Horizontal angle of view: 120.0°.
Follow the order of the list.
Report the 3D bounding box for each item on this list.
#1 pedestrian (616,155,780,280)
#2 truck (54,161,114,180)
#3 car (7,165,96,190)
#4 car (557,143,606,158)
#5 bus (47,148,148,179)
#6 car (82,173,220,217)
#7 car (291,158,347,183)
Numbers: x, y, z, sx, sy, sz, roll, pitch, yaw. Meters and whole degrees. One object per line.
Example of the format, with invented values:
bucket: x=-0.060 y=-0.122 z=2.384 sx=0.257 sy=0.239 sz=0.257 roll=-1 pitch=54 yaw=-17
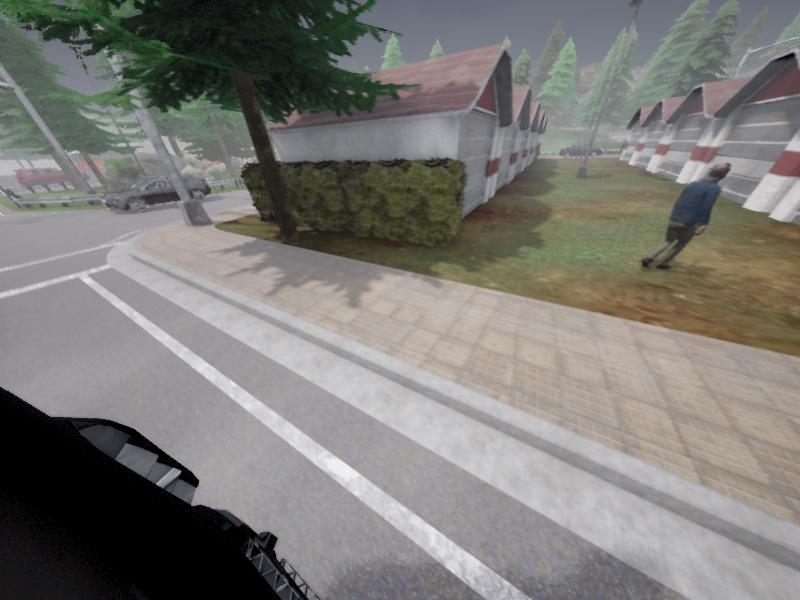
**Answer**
pedestrian: x=4.855 y=-1.369 z=3.983 sx=0.751 sy=1.860 sz=0.751 roll=-5 pitch=34 yaw=-3
truck: x=-54.886 y=-22.667 z=40.287 sx=2.627 sy=2.467 sz=5.204 roll=16 pitch=38 yaw=26
car: x=-42.726 y=-15.223 z=28.564 sx=2.150 sy=2.045 sz=5.566 roll=16 pitch=38 yaw=26
car: x=25.383 y=-21.010 z=32.555 sx=5.008 sy=1.535 sz=1.882 roll=16 pitch=38 yaw=26
bus: x=-56.225 y=-25.843 z=43.548 sx=3.944 sy=4.253 sz=10.273 roll=16 pitch=38 yaw=26
car: x=-13.905 y=-6.266 z=13.396 sx=2.128 sy=1.511 sz=4.902 roll=15 pitch=37 yaw=25
car: x=-7.614 y=-12.614 z=22.327 sx=2.242 sy=1.667 sz=4.611 roll=16 pitch=38 yaw=26
